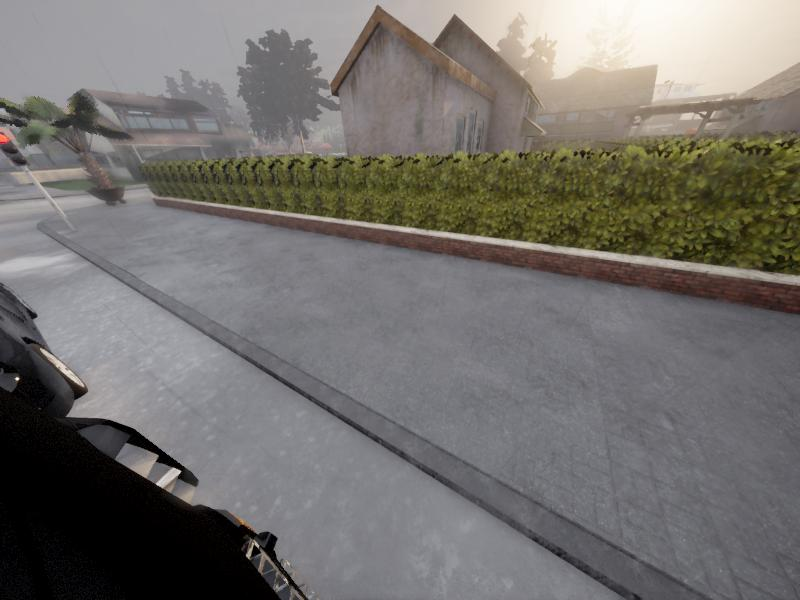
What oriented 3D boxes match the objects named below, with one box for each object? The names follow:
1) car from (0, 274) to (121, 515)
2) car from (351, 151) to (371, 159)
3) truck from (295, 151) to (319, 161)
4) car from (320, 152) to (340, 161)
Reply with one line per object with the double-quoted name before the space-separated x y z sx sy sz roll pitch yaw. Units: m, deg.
"car" -5.341 0.496 2.211 5.008 1.535 1.882 16 38 26
"car" -10.066 -37.678 59.916 4.856 1.649 2.033 16 38 26
"truck" -25.676 -39.756 63.821 6.274 2.098 2.390 16 38 26
"car" -18.277 -37.416 60.247 4.611 1.667 2.242 16 38 26
